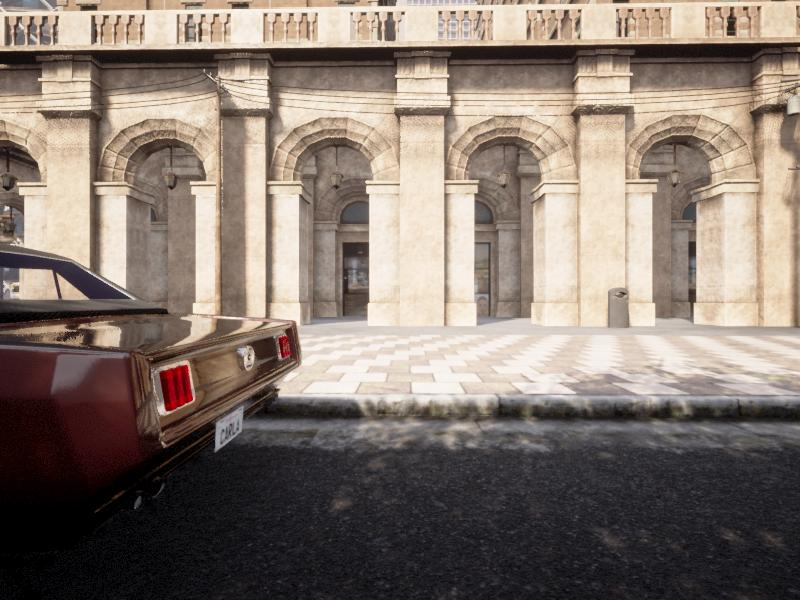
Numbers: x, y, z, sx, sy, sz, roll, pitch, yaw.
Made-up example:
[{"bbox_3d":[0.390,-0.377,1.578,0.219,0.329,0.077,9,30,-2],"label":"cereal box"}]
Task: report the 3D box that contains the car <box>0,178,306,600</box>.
[{"bbox_3d":[-3.058,0.338,2.008,4.718,1.301,1.895,0,0,1],"label":"car"}]
